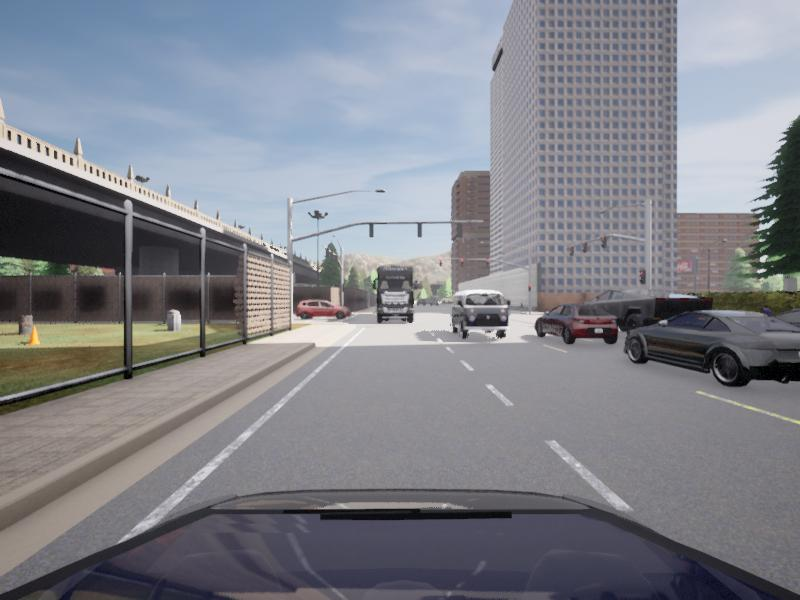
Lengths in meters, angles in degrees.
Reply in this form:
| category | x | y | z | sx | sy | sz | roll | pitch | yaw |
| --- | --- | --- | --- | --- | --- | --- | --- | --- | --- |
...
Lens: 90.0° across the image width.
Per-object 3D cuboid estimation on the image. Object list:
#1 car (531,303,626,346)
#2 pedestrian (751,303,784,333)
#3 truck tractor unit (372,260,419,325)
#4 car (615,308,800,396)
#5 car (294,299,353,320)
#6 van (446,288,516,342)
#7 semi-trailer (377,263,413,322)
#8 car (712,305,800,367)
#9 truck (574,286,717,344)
| category | x | y | z | sx | sy | sz | roll | pitch | yaw |
| --- | --- | --- | --- | --- | --- | --- | --- | --- | --- |
| car | 6.807 | 0.855 | 15.810 | 1.816 | 1.474 | 4.193 | 0 | 0 | -1 |
| pedestrian | 15.901 | 0.766 | 17.341 | 0.751 | 1.300 | 0.751 | 0 | 0 | 0 |
| truck tractor unit | -0.340 | -0.492 | 29.313 | 3.053 | 4.208 | 6.516 | 0 | 0 | -1 |
| car | 6.896 | 0.908 | 8.810 | 1.994 | 1.385 | 4.181 | 0 | 0 | -2 |
| car | -6.445 | 0.804 | 34.020 | 4.611 | 1.667 | 2.242 | 0 | 0 | -1 |
| van | 3.292 | 0.576 | 17.250 | 2.069 | 2.038 | 4.480 | 0 | 0 | -1 |
| semi-trailer | -0.432 | -0.592 | 37.226 | 2.717 | 4.402 | 14.254 | 0 | 0 | -1 |
| car | 10.376 | 0.870 | 9.786 | 1.812 | 1.442 | 4.674 | 0 | 0 | -1 |
| truck | 10.287 | 0.544 | 17.646 | 2.390 | 2.098 | 6.274 | 0 | 0 | -1 |
